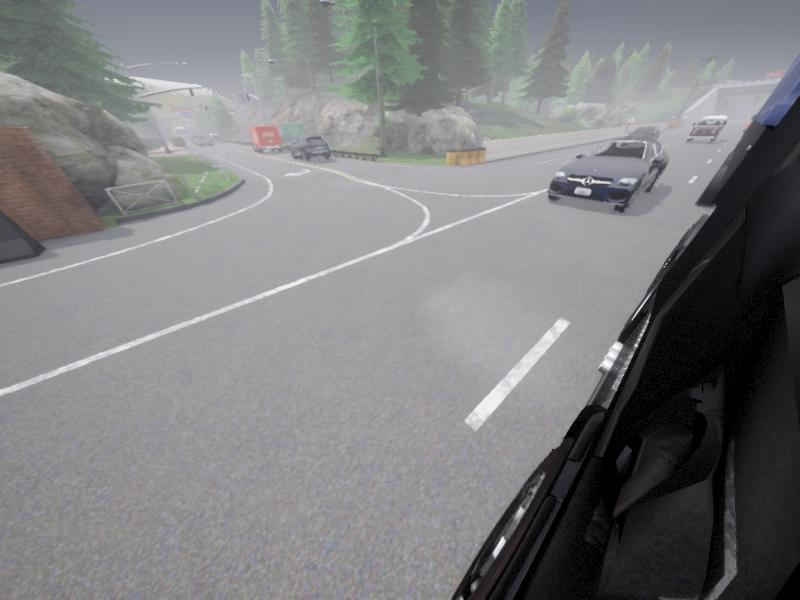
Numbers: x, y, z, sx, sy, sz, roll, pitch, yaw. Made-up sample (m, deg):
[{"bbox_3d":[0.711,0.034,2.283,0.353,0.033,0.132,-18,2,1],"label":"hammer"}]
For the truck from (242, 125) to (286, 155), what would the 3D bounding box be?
[{"bbox_3d":[-15.569,-18.336,26.427,2.627,2.467,5.204,-27,43,-29],"label":"truck"}]

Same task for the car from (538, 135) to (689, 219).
[{"bbox_3d":[7.135,-4.347,7.684,5.027,1.651,2.152,-28,44,-30],"label":"car"}]

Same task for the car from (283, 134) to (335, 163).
[{"bbox_3d":[-7.363,-12.188,18.523,2.033,1.649,4.856,-27,42,-29],"label":"car"}]

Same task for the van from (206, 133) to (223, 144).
[{"bbox_3d":[-43.484,-37.859,54.205,2.069,2.038,4.480,-27,44,-30],"label":"van"}]

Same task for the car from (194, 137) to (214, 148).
[{"bbox_3d":[-36.717,-29.584,43.265,2.038,1.542,4.974,-27,44,-30],"label":"car"}]

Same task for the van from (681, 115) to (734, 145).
[{"bbox_3d":[29.142,-16.151,21.902,4.480,2.038,2.069,-28,44,-30],"label":"van"}]

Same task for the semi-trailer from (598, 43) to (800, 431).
[{"bbox_3d":[8.706,-3.580,4.249,14.254,4.402,2.717,-28,44,-30],"label":"semi-trailer"}]

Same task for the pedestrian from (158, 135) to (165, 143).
[{"bbox_3d":[-71.547,-48.207,69.287,0.751,1.860,0.751,30,47,35],"label":"pedestrian"}]

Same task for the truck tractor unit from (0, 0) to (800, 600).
[{"bbox_3d":[2.645,-0.295,0.351,6.516,4.208,3.053,-28,44,-30],"label":"truck tractor unit"}]

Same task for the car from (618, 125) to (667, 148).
[{"bbox_3d":[22.495,-15.175,21.401,4.892,1.490,1.837,-28,44,-30],"label":"car"}]

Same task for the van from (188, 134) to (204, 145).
[{"bbox_3d":[-47.976,-37.701,54.266,1.775,1.987,4.442,-27,44,-30],"label":"van"}]

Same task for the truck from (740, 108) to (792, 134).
[{"bbox_3d":[47.608,-23.382,30.213,5.204,2.467,2.627,-28,44,-30],"label":"truck"}]

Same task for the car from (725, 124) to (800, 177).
[{"bbox_3d":[17.635,-7.155,10.872,4.856,1.649,2.033,-28,44,-30],"label":"car"}]
